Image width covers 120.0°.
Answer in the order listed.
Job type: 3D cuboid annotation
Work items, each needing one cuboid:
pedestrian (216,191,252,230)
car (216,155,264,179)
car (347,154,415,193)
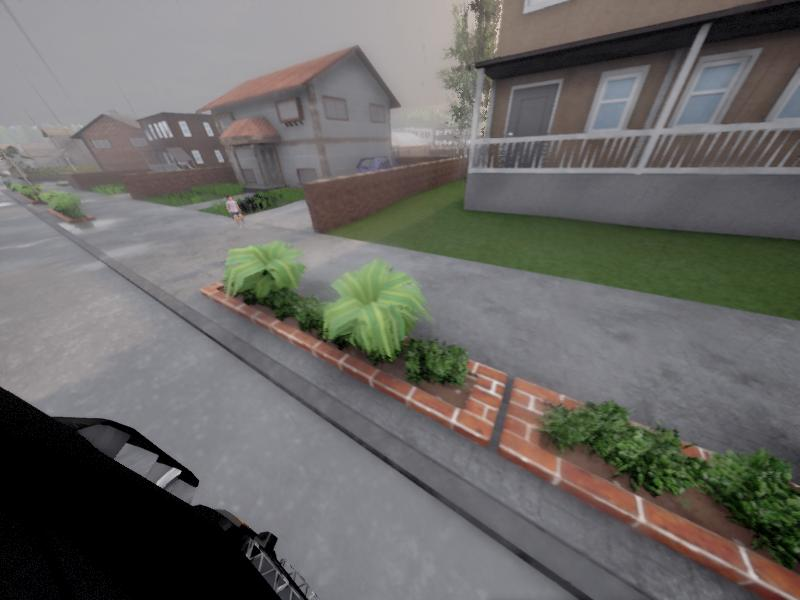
[{"bbox_3d":[-5.544,-3.007,7.750,0.500,1.100,0.500,19,39,30],"label":"pedestrian"},{"bbox_3d":[-15.807,-13.157,22.853,3.866,1.878,1.905,17,38,27],"label":"car"},{"bbox_3d":[-0.860,-7.039,12.691,1.845,1.501,3.633,17,38,27],"label":"car"}]
